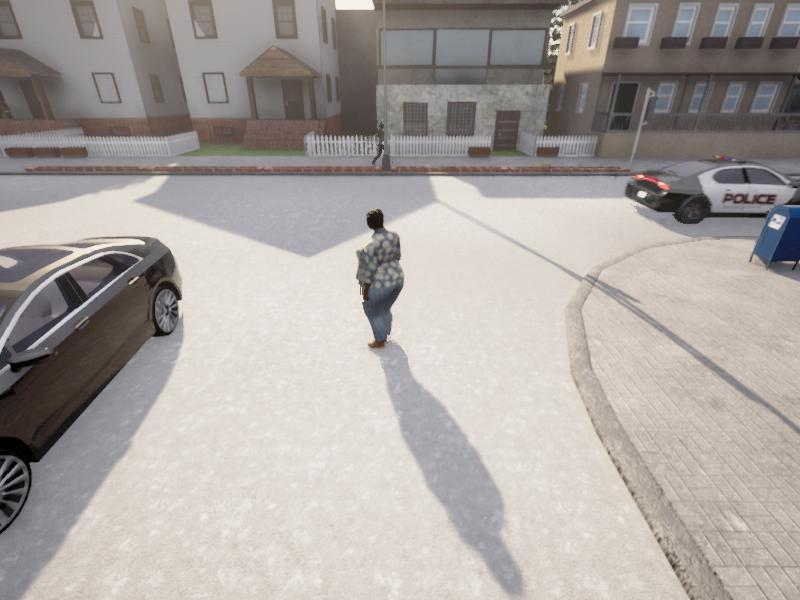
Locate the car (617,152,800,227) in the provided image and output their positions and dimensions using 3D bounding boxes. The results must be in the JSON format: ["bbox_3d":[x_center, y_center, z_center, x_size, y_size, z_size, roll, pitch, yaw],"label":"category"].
[{"bbox_3d":[9.028,-3.036,10.804,4.974,1.542,2.038,0,27,0],"label":"car"}]

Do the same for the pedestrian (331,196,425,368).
[{"bbox_3d":[-0.250,-0.231,4.954,0.751,1.860,0.751,24,36,39],"label":"pedestrian"}]

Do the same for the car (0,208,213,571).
[{"bbox_3d":[-4.017,0.460,4.047,2.128,1.511,4.902,-2,27,-3],"label":"car"}]

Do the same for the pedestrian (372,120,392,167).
[{"bbox_3d":[-0.773,-6.906,17.688,0.751,1.860,0.751,4,27,7],"label":"pedestrian"}]
